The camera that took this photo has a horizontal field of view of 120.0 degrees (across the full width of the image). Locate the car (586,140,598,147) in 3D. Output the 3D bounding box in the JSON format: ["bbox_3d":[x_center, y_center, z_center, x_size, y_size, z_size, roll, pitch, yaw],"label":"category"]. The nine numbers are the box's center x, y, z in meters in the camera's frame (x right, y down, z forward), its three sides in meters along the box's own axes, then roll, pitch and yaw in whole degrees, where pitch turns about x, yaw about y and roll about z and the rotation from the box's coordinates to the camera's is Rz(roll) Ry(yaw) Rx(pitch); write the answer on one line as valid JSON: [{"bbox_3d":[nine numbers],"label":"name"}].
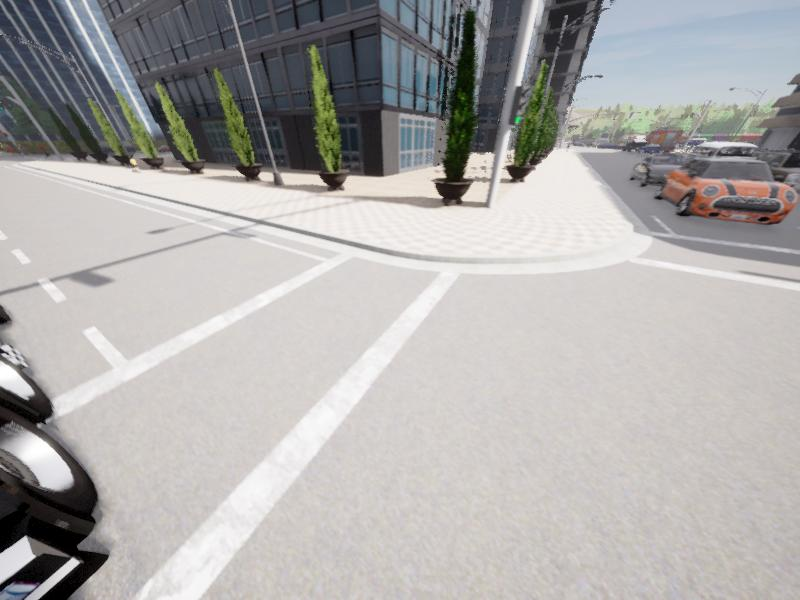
[{"bbox_3d":[60.861,-49.672,73.230,2.242,1.667,4.611,18,39,24],"label":"car"}]

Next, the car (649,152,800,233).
[{"bbox_3d":[11.294,-4.081,8.172,2.097,1.767,4.553,19,39,25],"label":"car"}]

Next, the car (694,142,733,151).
[{"bbox_3d":[71.399,-35.130,52.704,4.611,1.667,2.242,18,39,24],"label":"car"}]

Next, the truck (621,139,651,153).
[{"bbox_3d":[45.431,-29.834,44.626,2.390,2.098,6.274,17,39,23],"label":"truck"}]

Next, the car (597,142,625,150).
[{"bbox_3d":[50.841,-37.194,55.804,4.674,1.442,1.812,18,39,24],"label":"car"}]

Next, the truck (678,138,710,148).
[{"bbox_3d":[79.030,-42.322,62.230,4.478,2.038,2.069,18,39,24],"label":"truck"}]

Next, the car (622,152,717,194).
[{"bbox_3d":[14.822,-7.402,13.158,2.128,1.511,4.902,19,39,25],"label":"car"}]

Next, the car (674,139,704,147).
[{"bbox_3d":[80.419,-43.702,64.365,4.605,1.855,1.932,18,39,24],"label":"car"}]

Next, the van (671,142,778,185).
[{"bbox_3d":[20.140,-8.860,14.764,2.069,2.038,4.480,18,39,24],"label":"van"}]

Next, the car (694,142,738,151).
[{"bbox_3d":[66.241,-32.215,48.505,4.974,1.542,2.038,18,39,24],"label":"car"}]

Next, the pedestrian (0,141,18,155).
[{"bbox_3d":[-65.554,-25.451,38.726,0.751,1.860,0.751,25,42,31],"label":"pedestrian"}]

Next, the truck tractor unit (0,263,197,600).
[{"bbox_3d":[-5.115,-0.296,0.776,6.516,4.208,3.053,18,39,24],"label":"truck tractor unit"}]

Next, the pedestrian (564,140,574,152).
[{"bbox_3d":[29.760,-27.145,40.734,0.751,1.860,0.751,22,41,28],"label":"pedestrian"}]

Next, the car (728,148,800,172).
[{"bbox_3d":[31.974,-12.291,20.120,2.163,1.488,4.792,18,39,25],"label":"car"}]

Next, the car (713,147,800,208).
[{"bbox_3d":[16.708,-5.432,10.014,1.932,1.855,4.605,18,39,25],"label":"car"}]

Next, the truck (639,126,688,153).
[{"bbox_3d":[48.879,-29.966,43.297,2.891,3.827,8.468,17,39,23],"label":"truck"}]

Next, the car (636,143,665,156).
[{"bbox_3d":[39.996,-24.153,37.010,1.882,1.535,5.008,18,39,24],"label":"car"}]

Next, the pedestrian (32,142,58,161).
[{"bbox_3d":[-42.198,-17.632,27.465,0.751,1.860,0.751,18,39,24],"label":"pedestrian"}]
